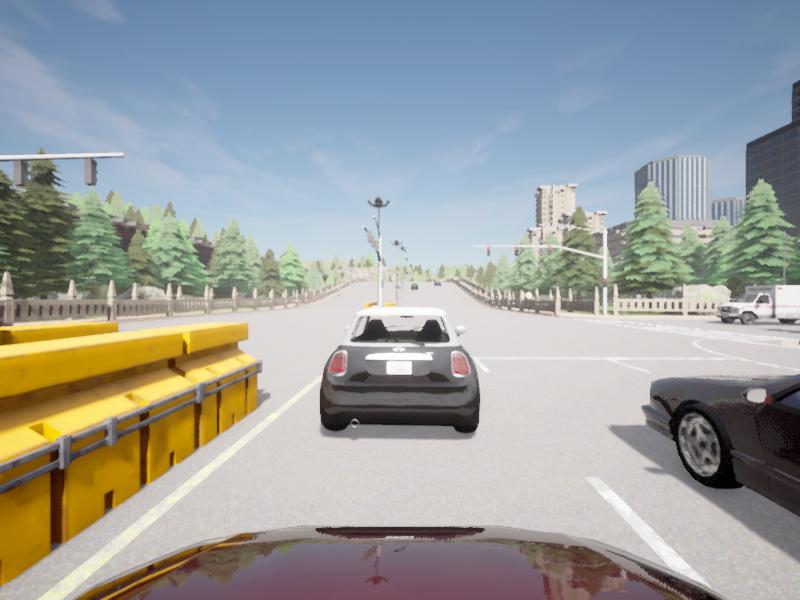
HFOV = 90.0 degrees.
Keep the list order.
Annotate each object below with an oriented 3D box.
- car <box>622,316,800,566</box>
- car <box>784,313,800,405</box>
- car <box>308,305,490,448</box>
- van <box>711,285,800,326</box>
[{"bbox_3d":[3.389,0.891,1.760,2.033,1.411,5.357,0,0,2],"label":"car"},{"bbox_3d":[6.991,0.899,4.212,1.994,1.385,4.181,0,0,2],"label":"car"},{"bbox_3d":[0.069,0.841,6.213,1.970,1.475,3.806,0,0,3],"label":"car"},{"bbox_3d":[23.791,0.330,25.290,6.366,2.431,2.351,0,0,2],"label":"van"}]
